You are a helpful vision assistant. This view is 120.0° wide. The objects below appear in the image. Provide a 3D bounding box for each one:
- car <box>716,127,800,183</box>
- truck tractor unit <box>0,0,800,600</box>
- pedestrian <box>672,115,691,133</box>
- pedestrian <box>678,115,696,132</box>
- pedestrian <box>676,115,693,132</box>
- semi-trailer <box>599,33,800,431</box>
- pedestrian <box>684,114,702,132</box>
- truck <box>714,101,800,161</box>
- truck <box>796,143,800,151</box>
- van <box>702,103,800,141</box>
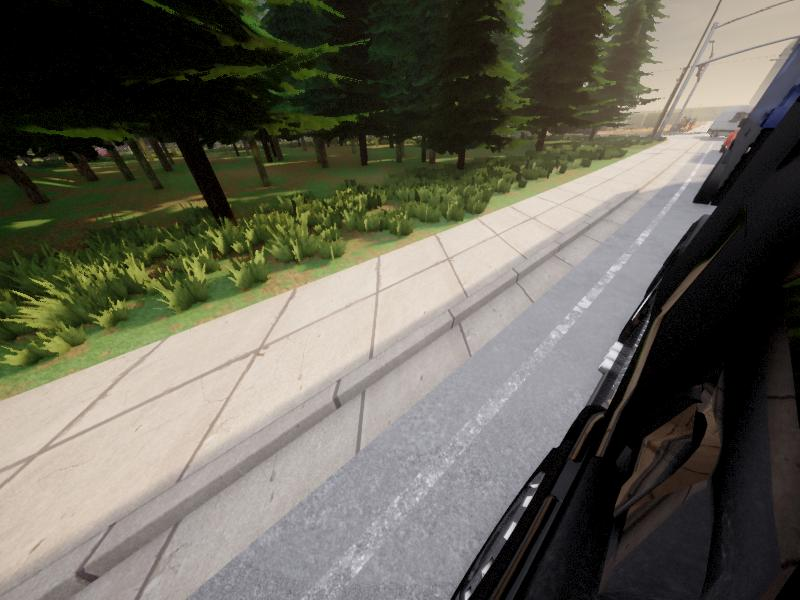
[{"bbox_3d":[15.885,-6.350,9.890,4.902,1.511,2.128,-29,44,-30],"label":"car"},{"bbox_3d":[2.645,-0.295,0.351,6.516,4.208,3.053,-28,44,-30],"label":"truck tractor unit"},{"bbox_3d":[38.008,-23.751,31.195,0.751,1.860,0.751,-27,43,-29],"label":"pedestrian"},{"bbox_3d":[40.199,-24.764,32.385,0.751,1.860,0.751,17,41,24],"label":"pedestrian"},{"bbox_3d":[38.945,-24.143,31.643,0.751,1.860,0.751,28,46,34],"label":"pedestrian"},{"bbox_3d":[8.646,-3.641,4.277,14.254,4.402,2.717,-29,44,-30],"label":"semi-trailer"},{"bbox_3d":[40.819,-24.659,32.201,0.751,1.860,0.751,23,44,30],"label":"pedestrian"},{"bbox_3d":[21.383,-9.911,13.483,5.204,2.467,2.627,-30,44,-31],"label":"truck"},{"bbox_3d":[26.112,-9.777,13.014,5.204,2.467,2.627,-29,44,-31],"label":"truck"},{"bbox_3d":[33.282,-16.852,21.988,1.988,2.561,5.915,9,38,11],"label":"van"}]
